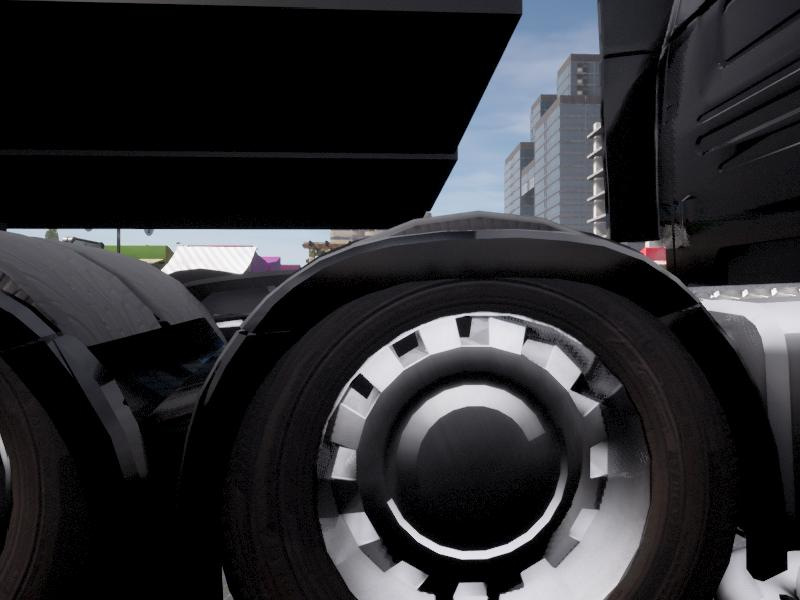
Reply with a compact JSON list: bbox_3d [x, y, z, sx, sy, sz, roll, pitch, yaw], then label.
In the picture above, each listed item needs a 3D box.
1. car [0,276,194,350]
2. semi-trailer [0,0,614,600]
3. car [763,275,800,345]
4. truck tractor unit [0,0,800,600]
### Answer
[{"bbox_3d":[-7.167,0.254,8.940,4.193,1.474,1.816,0,0,-2],"label":"car"},{"bbox_3d":[-6.799,-1.218,1.762,14.254,4.402,2.717,0,0,-2],"label":"semi-trailer"},{"bbox_3d":[11.328,0.223,9.098,5.008,1.535,1.882,0,0,-10],"label":"car"},{"bbox_3d":[1.105,-1.116,2.104,6.516,4.208,3.053,0,0,-3],"label":"truck tractor unit"}]
